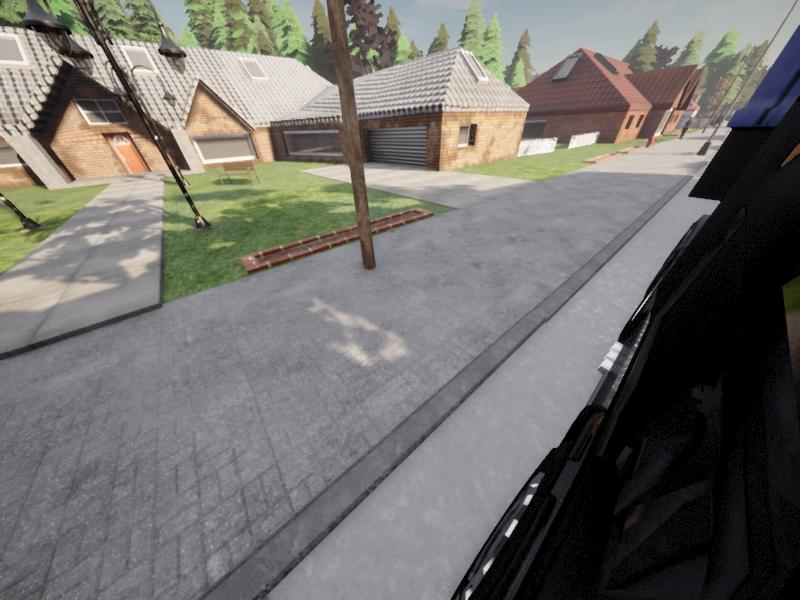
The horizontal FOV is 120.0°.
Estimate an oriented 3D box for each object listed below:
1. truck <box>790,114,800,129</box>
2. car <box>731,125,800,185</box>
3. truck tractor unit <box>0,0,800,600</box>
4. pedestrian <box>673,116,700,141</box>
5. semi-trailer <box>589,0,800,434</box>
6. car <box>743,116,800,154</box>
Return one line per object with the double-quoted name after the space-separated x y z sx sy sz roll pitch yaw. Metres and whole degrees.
57.640 -25.883 31.406 8.468 3.827 2.891 -28 43 -29 "truck"
15.856 -6.128 9.514 5.366 1.575 1.801 -28 43 -30 "car"
2.645 -0.295 0.351 6.516 4.208 3.053 -28 44 -30 "truck tractor unit"
26.938 -16.136 21.740 0.751 1.860 0.751 -29 44 -30 "pedestrian"
9.285 -3.123 3.541 14.254 4.402 2.717 -21 40 -22 "semi-trailer"
24.538 -10.636 14.813 4.553 1.767 2.097 -30 45 -32 "car"
